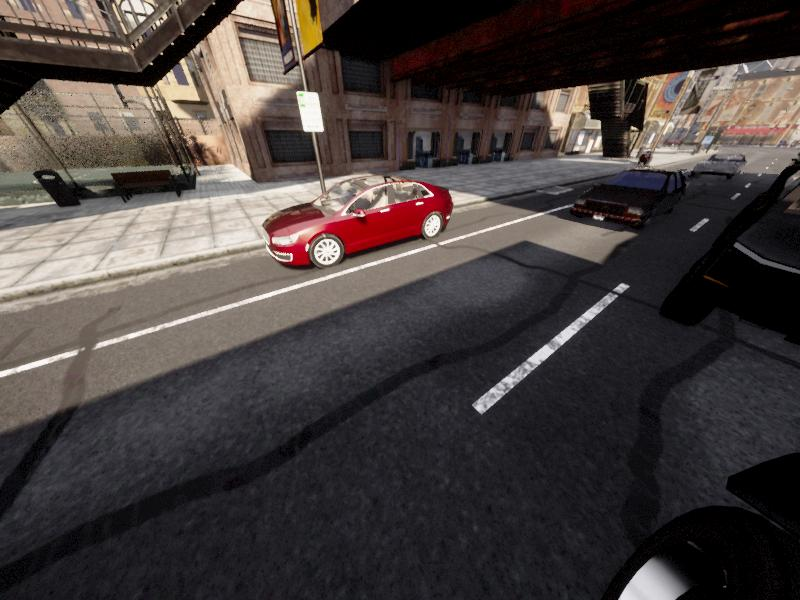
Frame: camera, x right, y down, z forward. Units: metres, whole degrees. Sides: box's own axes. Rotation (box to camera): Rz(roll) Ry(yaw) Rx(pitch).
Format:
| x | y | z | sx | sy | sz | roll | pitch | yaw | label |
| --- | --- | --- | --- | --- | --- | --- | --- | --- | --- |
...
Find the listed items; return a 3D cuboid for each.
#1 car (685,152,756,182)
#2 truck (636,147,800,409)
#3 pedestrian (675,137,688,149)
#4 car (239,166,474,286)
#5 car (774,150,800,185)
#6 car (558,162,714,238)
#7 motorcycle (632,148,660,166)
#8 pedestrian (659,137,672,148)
| x | y | z | sx | sy | sz | roll | pitch | yaw | label |
| --- | --- | --- | --- | --- | --- | --- | --- | --- | --- |
| 21.286 | -8.926 | 15.328 | 4.718 | 1.301 | 1.895 | -22 | 41 | -28 | car |
| 6.546 | -0.852 | 3.299 | 6.274 | 2.098 | 2.390 | -22 | 40 | -28 | truck |
| 54.546 | -30.407 | 44.823 | 0.751 | 1.860 | 0.751 | 18 | 39 | 24 | pedestrian |
| -0.790 | -2.221 | 5.761 | 4.892 | 1.521 | 2.231 | -22 | 41 | -28 | car |
| 24.230 | -7.810 | 13.415 | 5.238 | 1.638 | 1.930 | -22 | 40 | -28 | car |
| 8.014 | -3.610 | 7.787 | 5.357 | 1.411 | 2.033 | -22 | 40 | -28 | car |
| 21.633 | -12.639 | 20.385 | 0.856 | 1.236 | 1.805 | 15 | 38 | 20 | motorcycle |
| 57.298 | -33.964 | 49.862 | 0.751 | 1.860 | 0.751 | 7 | 36 | 10 | pedestrian |
